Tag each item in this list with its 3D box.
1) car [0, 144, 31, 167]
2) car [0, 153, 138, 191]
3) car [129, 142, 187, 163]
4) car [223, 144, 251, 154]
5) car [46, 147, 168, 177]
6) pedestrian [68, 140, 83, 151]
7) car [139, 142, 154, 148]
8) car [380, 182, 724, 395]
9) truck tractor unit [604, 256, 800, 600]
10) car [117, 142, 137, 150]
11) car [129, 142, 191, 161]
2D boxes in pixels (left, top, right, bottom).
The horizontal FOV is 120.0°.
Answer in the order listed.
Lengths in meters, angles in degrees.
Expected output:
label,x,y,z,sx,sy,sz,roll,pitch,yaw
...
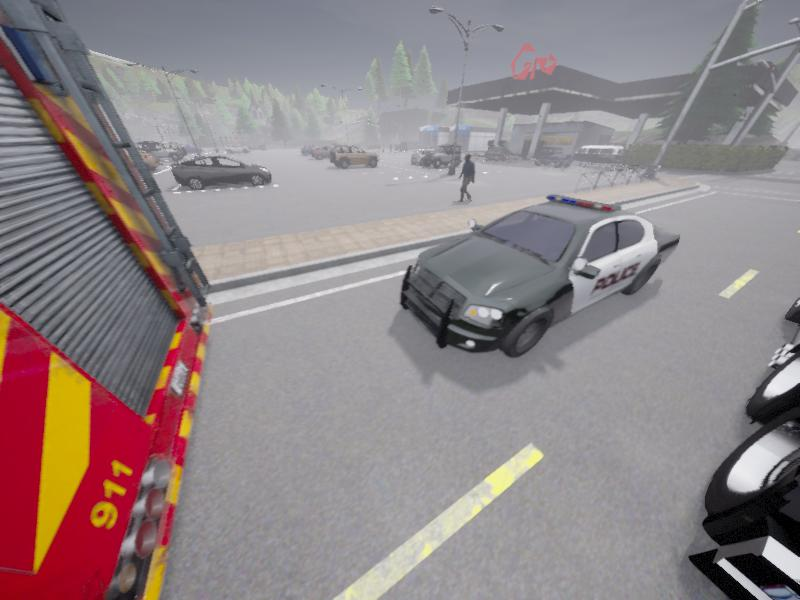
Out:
label,x,y,z,sx,sy,sz,roll,pitch,yaw
car,-41.750,-14.997,23.876,1.905,1.878,3.866,-17,38,-23
car,-17.605,-7.064,12.572,3.806,1.475,1.970,-17,39,-24
car,-27.157,-16.748,26.144,3.866,1.878,1.905,-17,39,-24
car,-29.830,-27.732,42.452,3.806,1.475,1.970,-17,39,-24
car,-20.984,-10.262,17.005,5.027,1.636,2.152,-17,39,-24
pedestrian,-68.598,-32.679,48.794,0.751,1.860,0.751,-6,35,-9
car,-76.381,-46.760,69.540,1.845,1.501,3.633,-17,39,-23
car,2.404,-0.781,3.806,4.974,1.542,2.038,-17,38,-23
truck tractor unit,5.095,-0.317,0.801,6.516,4.208,3.053,-19,39,-25
car,-68.777,-38.814,58.252,1.816,1.474,4.193,-17,39,-23
car,-28.920,-18.077,28.077,4.605,1.855,1.932,-17,39,-24
